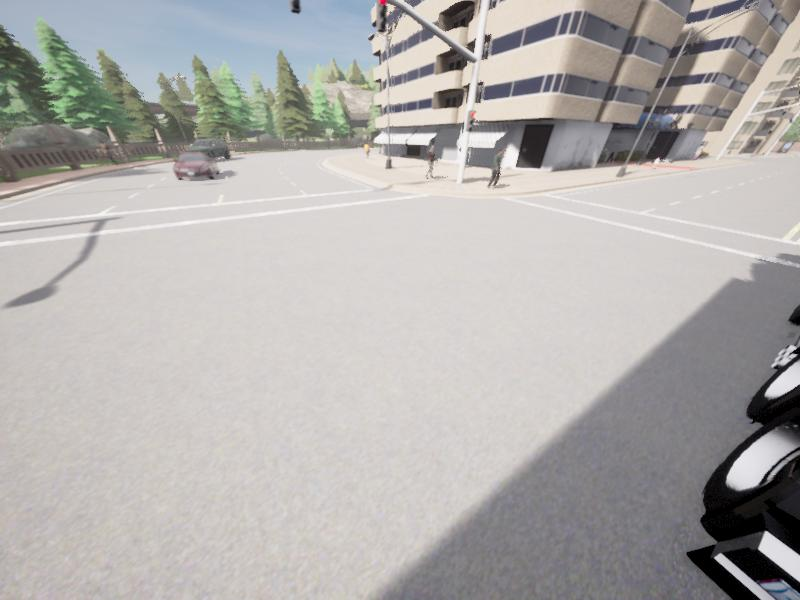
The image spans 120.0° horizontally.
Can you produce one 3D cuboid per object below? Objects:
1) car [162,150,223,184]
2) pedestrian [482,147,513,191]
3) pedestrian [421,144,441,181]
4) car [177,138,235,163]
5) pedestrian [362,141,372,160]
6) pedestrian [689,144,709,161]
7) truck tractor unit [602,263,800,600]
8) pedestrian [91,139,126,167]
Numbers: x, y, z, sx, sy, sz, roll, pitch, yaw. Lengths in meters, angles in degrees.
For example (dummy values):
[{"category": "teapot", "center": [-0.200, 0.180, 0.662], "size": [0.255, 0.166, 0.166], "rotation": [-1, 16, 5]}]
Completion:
[{"category": "car", "center": [-13.283, -8.833, 15.134], "size": [1.812, 1.442, 4.674], "rotation": [-15, 38, -21]}, {"category": "pedestrian", "center": [4.839, -6.567, 11.589], "size": [0.751, 1.860, 0.751], "rotation": [-25, 42, -32]}, {"category": "pedestrian", "center": [1.849, -8.293, 13.918], "size": [0.751, 1.860, 0.751], "rotation": [-18, 39, -25]}, {"category": "car", "center": [-21.282, -16.718, 25.759], "size": [2.150, 2.045, 5.566], "rotation": [-4, 36, -6]}, {"category": "pedestrian", "center": [-3.814, -17.253, 26.653], "size": [0.751, 1.860, 0.751], "rotation": [-20, 40, -27]}, {"category": "pedestrian", "center": [40.624, -20.060, 31.426], "size": [0.751, 1.860, 0.751], "rotation": [-19, 40, -26]}, {"category": "truck tractor unit", "center": [5.109, -0.300, 0.789], "size": [6.516, 4.208, 3.053], "rotation": [-18, 39, -24]}, {"category": "pedestrian", "center": [-23.248, -11.731, 18.459], "size": [0.751, 1.860, 0.751], "rotation": [-10, 36, -14]}]
